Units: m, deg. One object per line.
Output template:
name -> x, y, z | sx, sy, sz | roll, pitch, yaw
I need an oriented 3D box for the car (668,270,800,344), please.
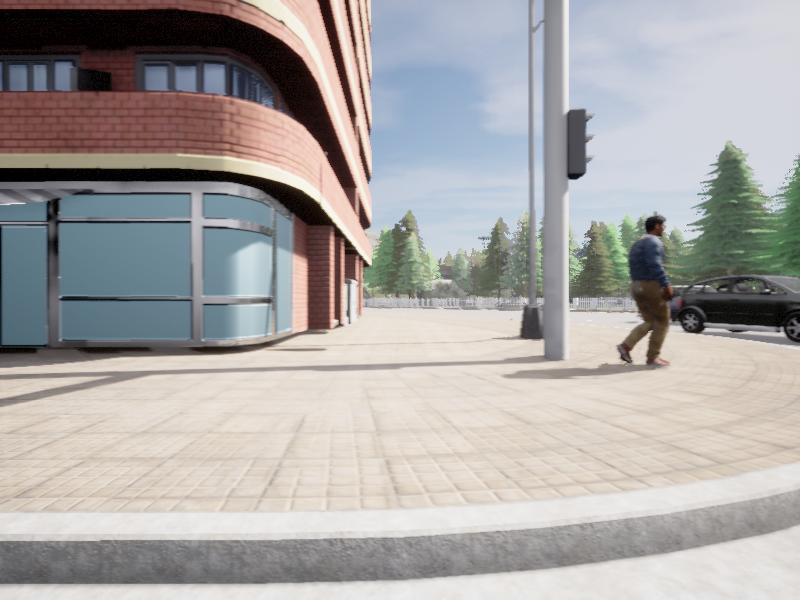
car -> 8.969, 0.150, 9.861 | 1.789, 1.549, 3.705 | 0, 0, -12

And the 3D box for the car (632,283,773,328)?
car -> 11.242, 0.186, 15.197 | 1.970, 1.475, 3.806 | 0, 0, -21

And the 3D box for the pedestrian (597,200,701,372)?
pedestrian -> 2.874, -0.151, 4.698 | 0.751, 1.860, 0.751 | 0, 0, 0
